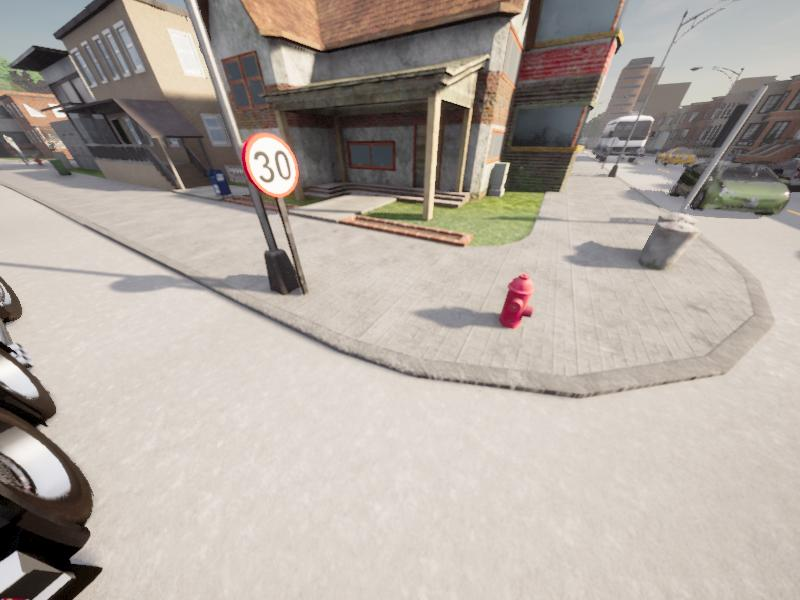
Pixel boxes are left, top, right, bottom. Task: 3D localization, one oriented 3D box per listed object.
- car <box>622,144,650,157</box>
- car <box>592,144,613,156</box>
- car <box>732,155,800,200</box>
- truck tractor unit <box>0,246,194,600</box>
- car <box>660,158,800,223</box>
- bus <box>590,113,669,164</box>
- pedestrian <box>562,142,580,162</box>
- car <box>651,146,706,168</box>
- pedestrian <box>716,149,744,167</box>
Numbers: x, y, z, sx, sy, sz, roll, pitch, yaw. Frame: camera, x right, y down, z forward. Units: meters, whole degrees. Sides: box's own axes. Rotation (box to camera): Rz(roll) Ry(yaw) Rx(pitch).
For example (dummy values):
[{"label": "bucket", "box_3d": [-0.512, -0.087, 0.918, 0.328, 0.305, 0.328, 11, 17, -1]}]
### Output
[{"label": "car", "box_3d": [35.640, -22.706, 35.010, 1.970, 1.475, 3.806, 18, 39, 25]}, {"label": "car", "box_3d": [33.051, -24.675, 37.847, 1.837, 1.490, 4.892, 18, 39, 25]}, {"label": "car", "box_3d": [18.586, -5.873, 10.936, 1.845, 1.501, 3.633, 18, 39, 25]}, {"label": "truck tractor unit", "box_3d": [-5.077, -0.334, 0.819, 6.516, 4.208, 3.053, 20, 39, 25]}, {"label": "car", "box_3d": [12.655, -4.505, 9.024, 2.007, 1.525, 4.514, 18, 39, 25]}, {"label": "bus", "box_3d": [26.697, -19.364, 27.862, 3.944, 4.253, 10.273, 18, 39, 24]}, {"label": "pedestrian", "box_3d": [18.308, -15.890, 24.813, 0.751, 1.860, 0.751, 0, 35, 1]}, {"label": "car", "box_3d": [26.826, -14.024, 22.526, 1.801, 1.575, 5.366, 18, 39, 25]}, {"label": "pedestrian", "box_3d": [29.186, -12.580, 20.450, 0.751, 1.300, 0.751, -14, 37, -18]}]
